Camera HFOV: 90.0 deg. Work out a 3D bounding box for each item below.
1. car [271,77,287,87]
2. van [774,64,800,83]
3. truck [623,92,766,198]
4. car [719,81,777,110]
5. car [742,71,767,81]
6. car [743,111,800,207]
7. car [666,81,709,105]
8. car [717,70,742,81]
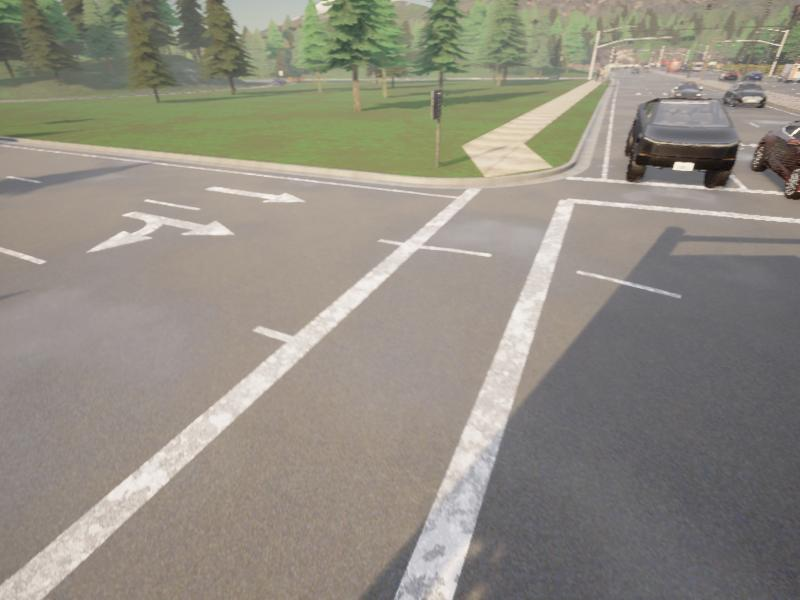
[{"bbox_3d":[-26.039,-47.137,86.416,2.152,1.651,5.027,-2,30,-2],"label":"car"},{"bbox_3d":[59.995,-34.582,60.957,2.351,2.431,6.366,13,33,22],"label":"van"},{"bbox_3d":[8.668,-5.195,12.597,2.390,2.098,6.274,13,33,22],"label":"truck"},{"bbox_3d":[26.028,-15.501,30.162,2.033,1.649,4.856,13,33,22],"label":"car"},{"bbox_3d":[59.296,-37.525,67.010,1.812,1.442,4.674,13,33,22],"label":"car"},{"bbox_3d":[11.500,-3.916,10.783,2.152,1.651,5.027,13,33,22],"label":"car"},{"bbox_3d":[24.080,-17.474,33.708,2.038,1.542,4.974,13,33,22],"label":"car"},{"bbox_3d":[55.993,-38.178,68.095,2.038,1.542,4.974,12,33,22],"label":"car"}]
